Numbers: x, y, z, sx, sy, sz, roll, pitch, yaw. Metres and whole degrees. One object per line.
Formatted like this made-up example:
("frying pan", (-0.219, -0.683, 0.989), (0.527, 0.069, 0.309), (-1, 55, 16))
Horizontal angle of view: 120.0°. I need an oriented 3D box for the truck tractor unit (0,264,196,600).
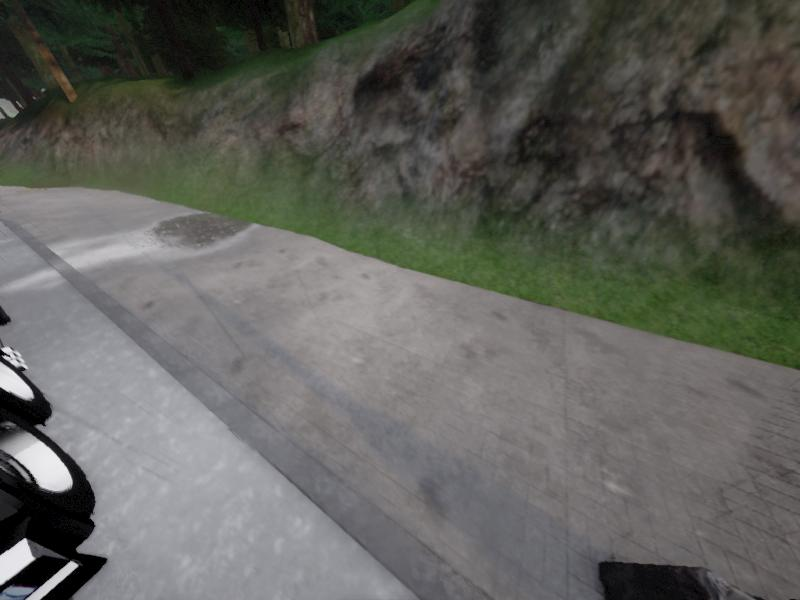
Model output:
("truck tractor unit", (-5.113, -0.296, 0.795), (6.516, 4.208, 3.053), (18, 38, 24))
